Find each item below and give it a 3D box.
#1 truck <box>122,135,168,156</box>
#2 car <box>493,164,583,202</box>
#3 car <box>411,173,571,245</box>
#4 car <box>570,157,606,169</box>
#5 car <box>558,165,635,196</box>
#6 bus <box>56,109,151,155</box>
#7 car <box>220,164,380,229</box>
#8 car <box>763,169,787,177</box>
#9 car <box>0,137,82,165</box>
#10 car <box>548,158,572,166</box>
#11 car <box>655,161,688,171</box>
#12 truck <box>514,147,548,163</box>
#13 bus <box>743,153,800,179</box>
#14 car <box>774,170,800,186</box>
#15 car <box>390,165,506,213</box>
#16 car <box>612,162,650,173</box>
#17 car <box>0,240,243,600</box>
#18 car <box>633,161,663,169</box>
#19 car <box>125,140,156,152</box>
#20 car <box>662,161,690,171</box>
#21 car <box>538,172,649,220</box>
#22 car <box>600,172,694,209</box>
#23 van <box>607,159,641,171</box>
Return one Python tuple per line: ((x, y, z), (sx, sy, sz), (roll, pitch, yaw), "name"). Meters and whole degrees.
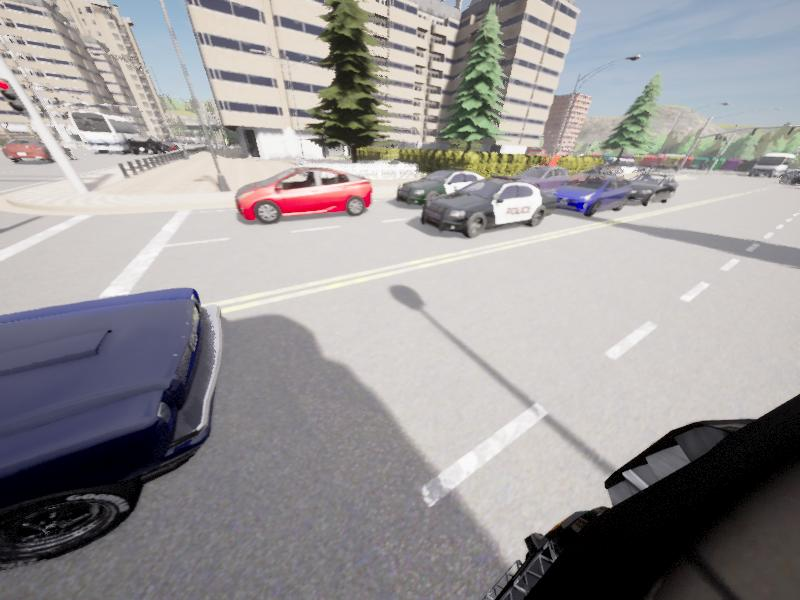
((-34.470, -21.081, 31.532), (2.390, 2.098, 6.274), (-15, 37, -25), "truck")
((8.231, -7.061, 13.799), (4.856, 1.649, 2.033), (-16, 38, -26), "car")
((3.054, -3.307, 7.826), (4.974, 1.542, 2.038), (-16, 38, -26), "car")
((42.754, -31.380, 52.770), (2.150, 2.045, 5.566), (-16, 38, -26), "car")
((14.309, -8.824, 16.871), (4.611, 1.667, 2.242), (-16, 38, -26), "car")
((-38.576, -22.160, 30.920), (3.944, 4.253, 10.273), (-16, 38, -26), "bus")
((-3.202, -3.779, 8.094), (4.514, 1.525, 2.007), (-15, 37, -25), "car")
((87.054, -29.535, 53.628), (5.008, 1.535, 1.882), (-15, 37, -25), "car")
((-29.570, -12.288, 18.997), (2.152, 1.651, 5.027), (-16, 38, -26), "car")
((45.671, -39.686, 66.203), (2.152, 1.651, 5.027), (-16, 38, -26), "car")
((67.951, -33.642, 57.880), (1.932, 1.855, 4.605), (-16, 38, -26), "car")
((40.867, -45.470, 72.357), (2.891, 3.827, 8.468), (-16, 38, -26), "truck")
((78.420, -28.265, 48.603), (10.273, 4.253, 3.944), (-15, 37, -25), "bus")
((56.072, -17.111, 32.470), (1.930, 1.638, 5.238), (25, 39, 30), "car")
((2.218, -5.296, 10.779), (4.974, 1.542, 2.038), (-16, 38, -26), "car")
((46.946, -27.028, 47.019), (2.128, 1.511, 4.902), (-16, 38, -26), "car")
((-3.710, 0.960, 1.085), (4.718, 1.301, 1.895), (-16, 38, -26), "car")
((69.590, -37.984, 65.006), (2.033, 1.415, 5.357), (-16, 38, -26), "car")
((-43.659, -26.100, 39.014), (2.128, 1.511, 4.902), (-16, 38, -26), "car")
((70.480, -34.329, 59.109), (1.905, 1.878, 3.866), (-16, 38, -26), "car")
((9.088, -5.036, 10.885), (4.514, 1.525, 2.007), (-16, 38, -26), "car")
((14.593, -6.610, 13.681), (4.902, 1.511, 2.128), (-16, 38, -26), "car")
((48.624, -29.468, 50.301), (2.069, 2.038, 4.480), (-16, 38, -26), "van")
